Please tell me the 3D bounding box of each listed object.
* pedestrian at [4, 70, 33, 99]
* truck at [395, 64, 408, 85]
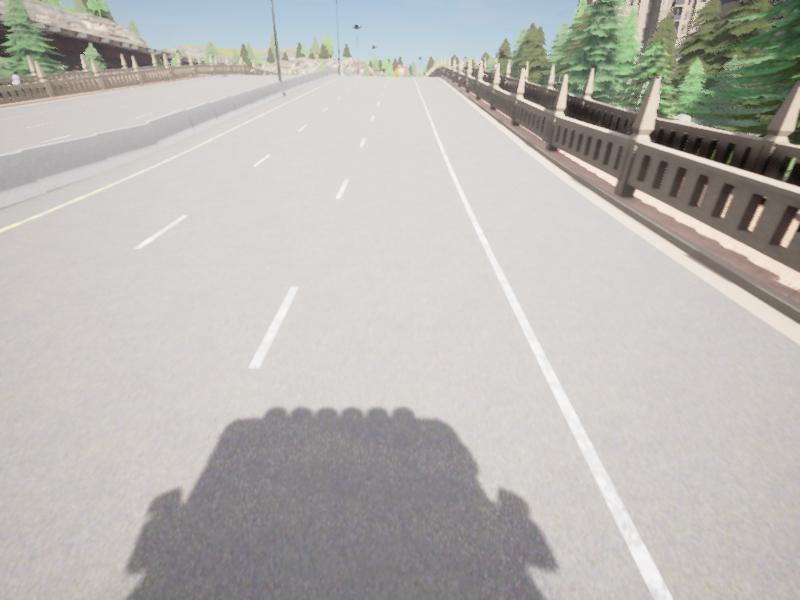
[{"bbox_3d":[-28.356,-16.037,29.775,0.751,1.860,0.751,1,26,0],"label":"pedestrian"},{"bbox_3d":[0.349,-53.922,95.828,2.891,3.827,8.468,0,26,0],"label":"truck"}]
